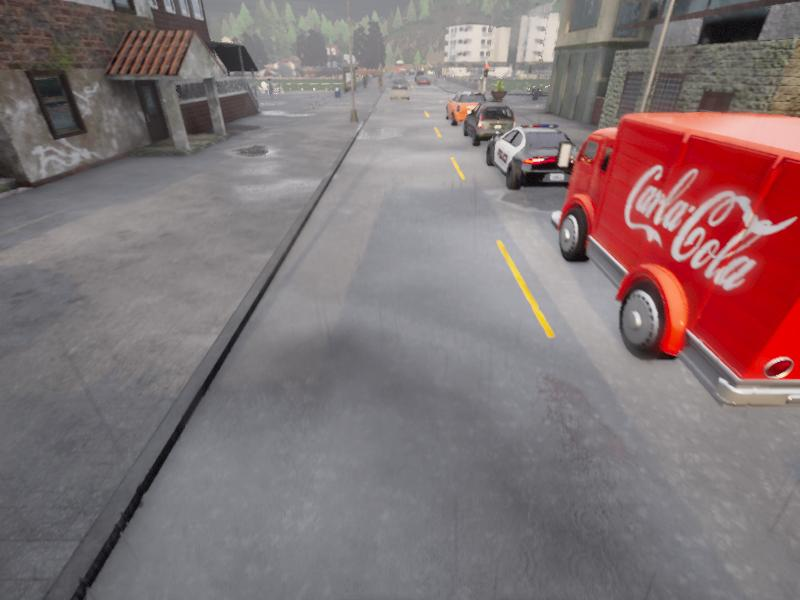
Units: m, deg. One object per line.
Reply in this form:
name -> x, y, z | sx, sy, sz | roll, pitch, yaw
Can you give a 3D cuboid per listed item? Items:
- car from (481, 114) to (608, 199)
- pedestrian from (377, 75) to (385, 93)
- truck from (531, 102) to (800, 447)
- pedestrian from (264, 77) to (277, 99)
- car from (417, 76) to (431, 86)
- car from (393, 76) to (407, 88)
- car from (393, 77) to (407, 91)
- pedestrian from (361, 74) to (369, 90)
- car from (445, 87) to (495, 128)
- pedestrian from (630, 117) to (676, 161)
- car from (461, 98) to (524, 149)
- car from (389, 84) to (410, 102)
car -> 3.988, -4.541, 12.155 | 2.038, 1.542, 4.974 | 0, 30, 0
pedestrian -> -2.272, -25.677, 47.488 | 0.751, 1.860, 0.751 | 9, 32, 15
truck -> 3.990, -1.038, 5.271 | 2.627, 2.467, 5.204 | 0, 30, 0
pedestrian -> -12.535, -20.569, 38.850 | 0.751, 1.860, 0.751 | -16, 34, -25
car -> 3.970, -36.703, 66.961 | 1.994, 1.385, 4.181 | -1, 30, -1
car -> -0.049, -33.816, 62.030 | 2.033, 1.411, 5.357 | 0, 30, 0
car -> -0.040, -29.326, 54.306 | 1.837, 1.490, 4.892 | 0, 30, 0
pedestrian -> -4.595, -28.614, 52.475 | 0.751, 1.860, 0.751 | -7, 31, -12
car -> 3.976, -11.414, 23.574 | 2.097, 1.767, 4.553 | 0, 30, 0
pedestrian -> 8.786, -5.610, 13.948 | 0.751, 1.300, 0.751 | 0, 30, 0
car -> 3.985, -7.997, 17.952 | 1.851, 1.617, 3.988 | 0, 30, 0
car -> -0.032, -20.266, 39.104 | 1.895, 1.301, 4.718 | 0, 30, 0
